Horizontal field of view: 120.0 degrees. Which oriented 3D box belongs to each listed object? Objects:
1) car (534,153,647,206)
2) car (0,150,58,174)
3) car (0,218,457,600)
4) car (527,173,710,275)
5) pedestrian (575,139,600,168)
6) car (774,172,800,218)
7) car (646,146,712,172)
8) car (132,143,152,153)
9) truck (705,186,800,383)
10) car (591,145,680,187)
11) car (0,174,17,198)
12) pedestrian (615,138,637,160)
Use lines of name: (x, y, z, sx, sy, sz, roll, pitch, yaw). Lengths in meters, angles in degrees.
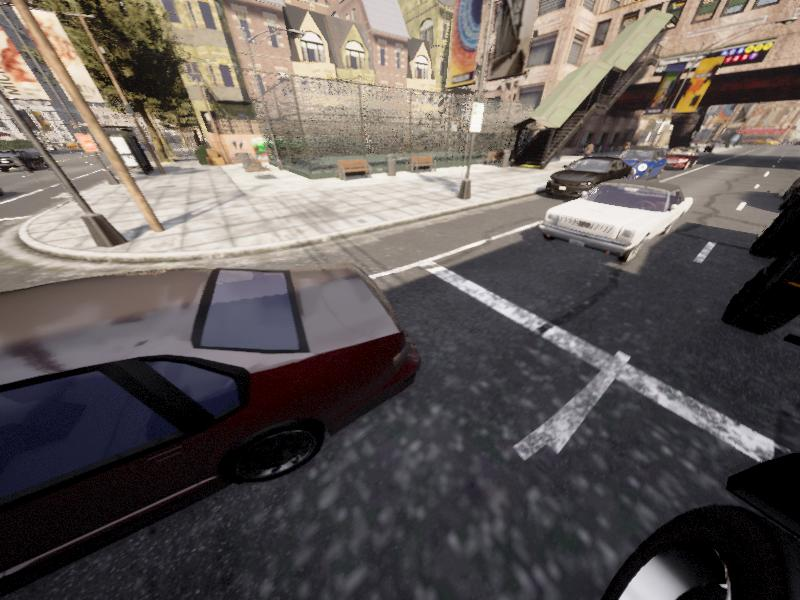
car: (8.719, -5.683, 10.560, 5.008, 1.535, 2.097, -23, 41, -28)
car: (-33.040, -12.166, 20.178, 2.033, 1.411, 5.357, -23, 41, -29)
car: (-2.479, 0.747, 1.656, 5.357, 1.411, 2.033, -17, 38, -22)
car: (5.674, -2.267, 5.950, 4.718, 1.301, 1.895, -23, 41, -28)
pedestrian: (14.814, -11.580, 18.282, 0.751, 1.860, 0.751, -22, 41, -28)
car: (15.633, -4.061, 8.119, 5.238, 1.638, 1.930, -23, 41, -28)
car: (22.658, -11.542, 18.760, 4.892, 1.521, 2.231, -23, 41, -28)
car: (-51.524, -30.389, 46.122, 5.357, 1.411, 2.033, 29, 44, 35)
truck: (7.273, -0.779, 3.133, 6.274, 2.098, 2.390, -23, 41, -28)
car: (13.867, -8.022, 13.617, 4.553, 1.767, 2.185, -23, 41, -28)
car: (-19.103, -4.628, 9.318, 2.163, 1.488, 4.792, -23, 41, -29)
pedestrian: (23.969, -16.034, 24.525, 0.751, 1.860, 0.751, -20, 40, -26)
